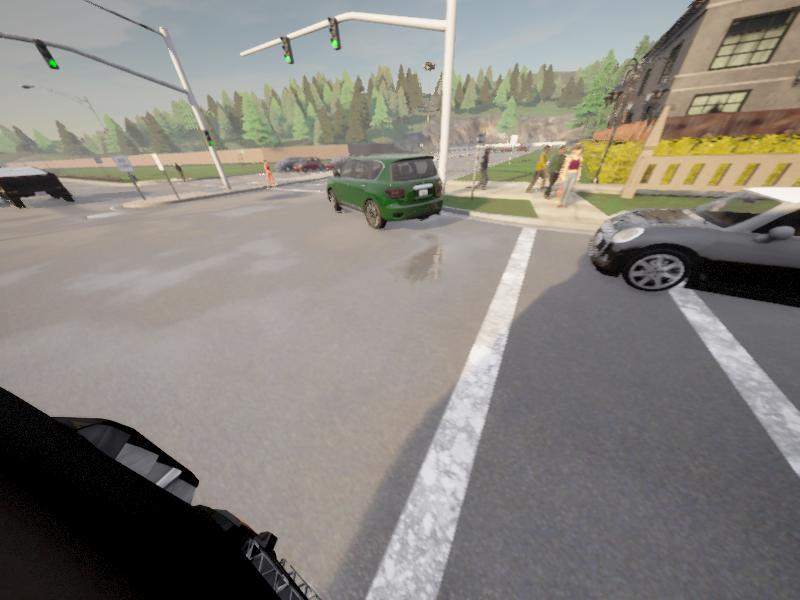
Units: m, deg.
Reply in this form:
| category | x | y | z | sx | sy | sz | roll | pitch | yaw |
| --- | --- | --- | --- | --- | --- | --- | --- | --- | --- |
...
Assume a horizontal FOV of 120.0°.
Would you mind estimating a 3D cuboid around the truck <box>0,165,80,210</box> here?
| category | x | y | z | sx | sy | sz | roll | pitch | yaw |
| --- | --- | --- | --- | --- | --- | --- | --- | --- | --- |
| truck | -24.197 | -7.430 | 15.000 | 6.274 | 2.098 | 2.390 | 16 | 38 | 26 |

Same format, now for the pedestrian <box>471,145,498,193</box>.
| category | x | y | z | sx | sy | sz | roll | pitch | yaw |
| --- | --- | --- | --- | --- | --- | --- | --- | --- | --- |
| pedestrian | 3.965 | -6.182 | 10.933 | 0.751 | 1.860 | 0.751 | 19 | 39 | 29 |

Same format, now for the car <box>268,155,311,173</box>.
| category | x | y | z | sx | sy | sz | roll | pitch | yaw |
| --- | --- | --- | --- | --- | --- | --- | --- | --- | --- |
| car | -14.656 | -18.275 | 30.950 | 2.097 | 1.767 | 4.553 | 17 | 38 | 26 |

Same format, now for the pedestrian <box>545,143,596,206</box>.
| category | x | y | z | sx | sy | sz | roll | pitch | yaw |
| --- | --- | --- | --- | --- | --- | --- | --- | --- | --- |
| pedestrian | 5.947 | -4.413 | 8.185 | 0.751 | 1.860 | 0.751 | 6 | 35 | 13 |

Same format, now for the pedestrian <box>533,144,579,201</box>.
| category | x | y | z | sx | sy | sz | roll | pitch | yaw |
| --- | --- | --- | --- | --- | --- | --- | --- | --- | --- |
| pedestrian | 5.914 | -4.866 | 8.871 | 0.751 | 1.860 | 0.751 | 1 | 34 | 5 |

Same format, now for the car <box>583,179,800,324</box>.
| category | x | y | z | sx | sy | sz | roll | pitch | yaw |
| --- | --- | --- | --- | --- | --- | --- | --- | --- | --- |
| car | 5.471 | -0.892 | 3.576 | 3.806 | 1.475 | 1.970 | 17 | 38 | 27 |

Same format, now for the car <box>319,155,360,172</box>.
| category | x | y | z | sx | sy | sz | roll | pitch | yaw |
| --- | --- | --- | --- | --- | --- | --- | --- | --- | --- |
| car | -7.564 | -17.399 | 29.404 | 2.163 | 1.488 | 4.792 | 17 | 38 | 26 |

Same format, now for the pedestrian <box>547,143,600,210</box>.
| category | x | y | z | sx | sy | sz | roll | pitch | yaw |
| --- | --- | --- | --- | --- | --- | --- | --- | --- | --- |
| pedestrian | 5.640 | -4.035 | 7.637 | 0.751 | 1.860 | 0.751 | 9 | 35 | 18 |

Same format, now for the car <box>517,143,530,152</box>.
| category | x | y | z | sx | sy | sz | roll | pitch | yaw |
| --- | --- | --- | --- | --- | --- | --- | --- | --- | --- |
| car | 31.071 | -38.473 | 58.148 | 2.097 | 1.767 | 4.553 | 17 | 38 | 26 |

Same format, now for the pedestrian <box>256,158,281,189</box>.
| category | x | y | z | sx | sy | sz | roll | pitch | yaw |
| --- | --- | --- | --- | --- | --- | --- | --- | --- | --- |
| pedestrian | -9.385 | -9.039 | 16.539 | 0.751 | 1.860 | 0.751 | 8 | 35 | 16 |

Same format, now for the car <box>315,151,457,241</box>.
| category | x | y | z | sx | sy | sz | roll | pitch | yaw |
| --- | --- | --- | --- | --- | --- | --- | --- | --- | --- |
| car | -0.873 | -4.098 | 8.355 | 2.150 | 2.045 | 5.566 | -23 | 39 | -27 |

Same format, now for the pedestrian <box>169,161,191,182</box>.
| category | x | y | z | sx | sy | sz | roll | pitch | yaw |
| --- | --- | --- | --- | --- | --- | --- | --- | --- | --- |
| pedestrian | -22.622 | -13.196 | 23.755 | 0.751 | 1.860 | 0.751 | 16 | 38 | 26 |

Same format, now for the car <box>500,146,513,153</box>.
| category | x | y | z | sx | sy | sz | roll | pitch | yaw |
| --- | --- | --- | --- | --- | --- | --- | --- | --- | --- |
| car | 26.812 | -37.948 | 58.097 | 1.895 | 1.301 | 4.718 | 17 | 38 | 26 |

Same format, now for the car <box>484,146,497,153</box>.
| category | x | y | z | sx | sy | sz | roll | pitch | yaw |
| --- | --- | --- | --- | --- | --- | --- | --- | --- | --- |
| car | 22.928 | -38.079 | 58.395 | 1.837 | 1.490 | 4.892 | 17 | 38 | 26 |

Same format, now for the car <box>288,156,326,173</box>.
| category | x | y | z | sx | sy | sz | roll | pitch | yaw |
| --- | --- | --- | --- | --- | --- | --- | --- | --- | --- |
| car | -11.712 | -17.248 | 29.359 | 1.851 | 1.617 | 3.988 | 17 | 38 | 26 |

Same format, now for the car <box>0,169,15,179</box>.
| category | x | y | z | sx | sy | sz | roll | pitch | yaw |
| --- | --- | --- | --- | --- | --- | --- | --- | --- | --- |
| car | -85.087 | -27.019 | 49.424 | 3.988 | 1.617 | 1.851 | 16 | 38 | 26 |

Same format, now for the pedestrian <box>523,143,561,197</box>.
| category | x | y | z | sx | sy | sz | roll | pitch | yaw |
| --- | --- | --- | --- | --- | --- | --- | --- | --- | --- |
| pedestrian | 5.901 | -5.402 | 9.648 | 0.751 | 1.860 | 0.751 | 24 | 42 | 34 |
